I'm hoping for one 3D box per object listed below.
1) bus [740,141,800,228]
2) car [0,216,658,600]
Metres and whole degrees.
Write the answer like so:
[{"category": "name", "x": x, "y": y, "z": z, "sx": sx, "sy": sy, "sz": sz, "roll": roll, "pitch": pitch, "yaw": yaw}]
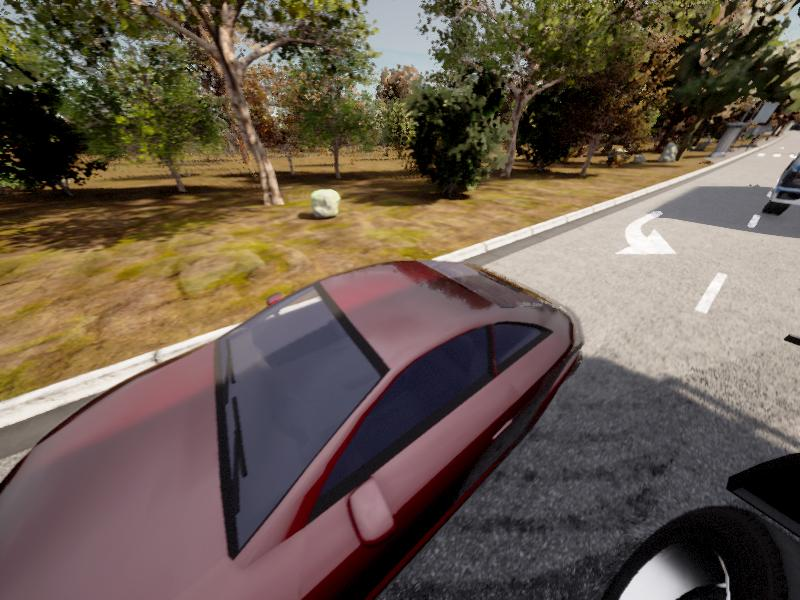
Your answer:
[{"category": "bus", "x": 16.596, "y": -5.226, "z": 7.545, "sx": 10.273, "sy": 4.253, "sz": 3.944, "roll": -22, "pitch": 41, "yaw": -28}, {"category": "car", "x": -0.276, "y": 0.592, "z": 1.887, "sx": 4.181, "sy": 1.385, "sz": 1.994, "roll": -22, "pitch": 41, "yaw": -28}]
